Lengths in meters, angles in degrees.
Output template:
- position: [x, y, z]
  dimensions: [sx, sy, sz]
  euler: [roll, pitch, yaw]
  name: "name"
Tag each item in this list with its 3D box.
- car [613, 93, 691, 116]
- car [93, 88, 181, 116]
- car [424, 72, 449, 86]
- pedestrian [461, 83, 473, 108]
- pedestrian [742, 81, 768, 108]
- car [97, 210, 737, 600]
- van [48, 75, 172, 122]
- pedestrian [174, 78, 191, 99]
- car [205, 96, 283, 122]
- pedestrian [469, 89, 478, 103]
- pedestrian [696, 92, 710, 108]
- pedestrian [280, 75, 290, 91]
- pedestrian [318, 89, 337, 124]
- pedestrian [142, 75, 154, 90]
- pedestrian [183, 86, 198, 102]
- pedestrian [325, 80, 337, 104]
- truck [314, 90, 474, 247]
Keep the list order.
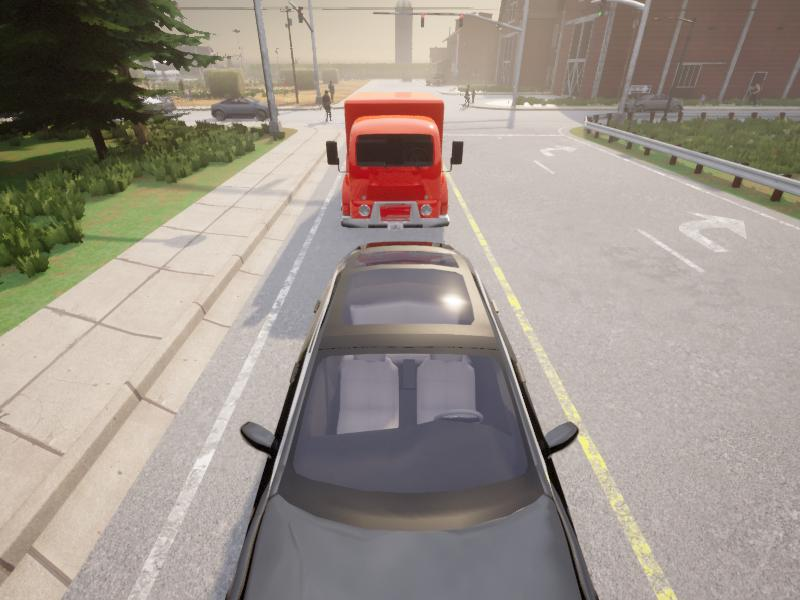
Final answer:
- position: [18.378, -14.349, 29.307]
  dimensions: [4.181, 1.385, 1.994]
  euler: [0, 30, 0]
  name: "car"
- position: [-19.070, -14.497, 29.240]
  dimensions: [4.611, 1.667, 2.242]
  euler: [0, 30, 0]
  name: "car"
- position: [6.303, -37.972, 68.883]
  dimensions: [1.905, 1.878, 3.866]
  euler: [-31, 40, -33]
  name: "car"
- position: [5.544, -16.904, 33.090]
  dimensions: [0.751, 1.860, 0.751]
  euler: [-1, 30, -1]
  name: "pedestrian"
- position: [28.822, -16.705, 32.511]
  dimensions: [0.751, 1.860, 0.751]
  euler: [1, 30, 2]
  name: "pedestrian"
- position: [0.059, 0.761, 3.240]
  dimensions: [2.128, 1.511, 4.902]
  euler: [0, 30, 0]
  name: "car"
- position: [-18.605, -13.102, 25.991]
  dimensions: [5.915, 2.561, 1.988]
  euler: [0, 30, 0]
  name: "van"
- position: [-21.784, -21.170, 40.079]
  dimensions: [0.751, 1.860, 0.751]
  euler: [12, 32, 20]
  name: "pedestrian"
- position: [-10.153, -12.595, 26.288]
  dimensions: [4.181, 1.385, 1.994]
  euler: [0, 30, 0]
  name: "car"
- position: [6.630, -18.383, 36.074]
  dimensions: [0.500, 1.100, 0.500]
  euler: [-19, 35, -29]
  name: "pedestrian"
- position: [24.645, -16.287, 32.546]
  dimensions: [0.500, 1.100, 0.500]
  euler: [6, 31, 10]
  name: "pedestrian"
- position: [-15.263, -28.727, 53.025]
  dimensions: [0.751, 1.860, 0.751]
  euler: [22, 37, 32]
  name: "pedestrian"
- position: [-4.385, -11.763, 24.314]
  dimensions: [0.751, 1.860, 0.751]
  euler: [9, 31, 14]
  name: "pedestrian"
- position: [-35.446, -30.596, 56.209]
  dimensions: [0.751, 1.860, 0.751]
  euler: [23, 37, 34]
  name: "pedestrian"
- position: [-19.675, -19.423, 37.649]
  dimensions: [0.751, 1.300, 0.751]
  euler: [-26, 39, -37]
  name: "pedestrian"
- position: [-6.057, -18.403, 35.356]
  dimensions: [0.751, 1.860, 0.751]
  euler: [-10, 32, -17]
  name: "pedestrian"
- position: [-0.136, -3.420, 9.425]
  dimensions: [2.627, 2.467, 5.204]
  euler: [-1, 30, -1]
  name: "truck"
